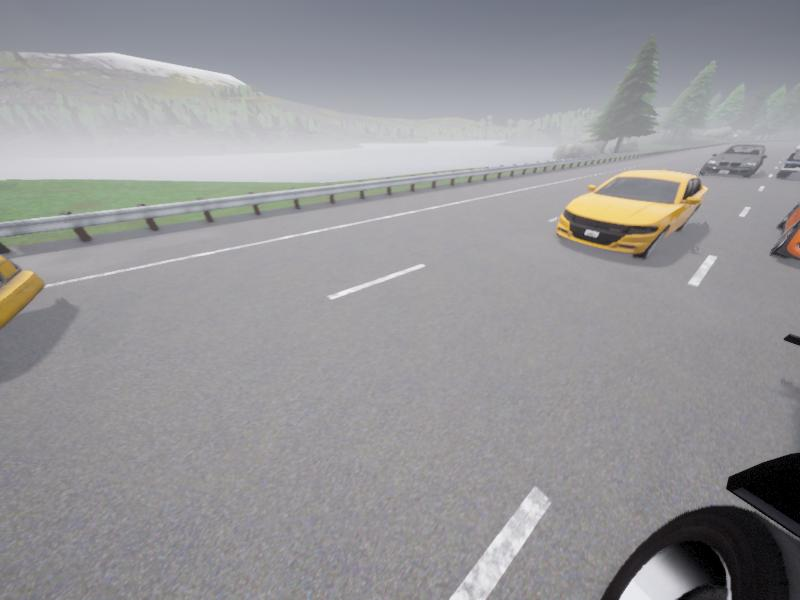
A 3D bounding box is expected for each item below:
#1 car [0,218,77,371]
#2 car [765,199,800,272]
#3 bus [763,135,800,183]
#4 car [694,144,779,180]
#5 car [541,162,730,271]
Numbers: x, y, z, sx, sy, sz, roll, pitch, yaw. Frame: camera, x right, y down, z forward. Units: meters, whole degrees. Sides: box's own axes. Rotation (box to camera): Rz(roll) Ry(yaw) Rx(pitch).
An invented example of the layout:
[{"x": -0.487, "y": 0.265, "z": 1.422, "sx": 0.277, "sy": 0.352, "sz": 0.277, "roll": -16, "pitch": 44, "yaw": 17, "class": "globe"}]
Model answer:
[{"x": -7.322, "y": 0.622, "z": 1.727, "sx": 5.366, "sy": 1.575, "sz": 1.801, "roll": -22, "pitch": 41, "yaw": -28, "class": "car"}, {"x": 10.087, "y": -1.741, "z": 4.683, "sx": 4.553, "sy": 1.767, "sz": 2.097, "roll": -23, "pitch": 41, "yaw": -28, "class": "car"}, {"x": 26.503, "y": -9.489, "z": 13.318, "sx": 10.273, "sy": 4.253, "sz": 3.944, "roll": -22, "pitch": 41, "yaw": -28, "class": "bus"}, {"x": 21.948, "y": -9.109, "z": 15.065, "sx": 4.611, "sy": 1.667, "sz": 2.242, "roll": -22, "pitch": 41, "yaw": -28, "class": "car"}, {"x": 6.172, "y": -2.489, "z": 6.006, "sx": 5.008, "sy": 1.535, "sz": 1.882, "roll": -22, "pitch": 41, "yaw": -28, "class": "car"}]
